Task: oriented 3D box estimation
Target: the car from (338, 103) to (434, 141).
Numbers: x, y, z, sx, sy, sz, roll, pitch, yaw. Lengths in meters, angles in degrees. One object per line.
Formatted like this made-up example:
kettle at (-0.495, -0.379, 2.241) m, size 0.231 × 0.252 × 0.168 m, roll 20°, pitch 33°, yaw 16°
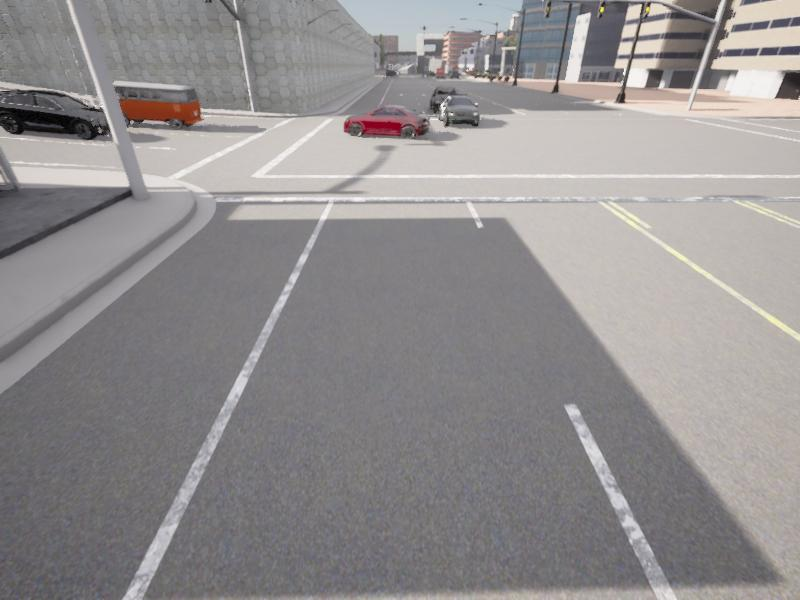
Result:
car at (-0.637, -8.764, 19.574) m, size 4.181 × 1.385 × 1.994 m, roll 9°, pitch 32°, yaw 15°

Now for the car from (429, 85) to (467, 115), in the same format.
car at (3.488, -15.005, 29.917) m, size 2.242 × 1.667 × 4.611 m, roll 0°, pitch 30°, yaw 0°

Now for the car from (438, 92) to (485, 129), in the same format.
car at (3.490, -11.317, 23.766) m, size 2.038 × 1.542 × 4.974 m, roll 0°, pitch 30°, yaw 0°

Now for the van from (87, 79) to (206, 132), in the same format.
van at (-12.656, -9.891, 20.325) m, size 4.442 × 1.987 × 1.775 m, roll 2°, pitch 31°, yaw -5°

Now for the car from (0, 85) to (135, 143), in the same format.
car at (-14.589, -7.959, 17.084) m, size 4.856 × 1.649 × 2.033 m, roll 4°, pitch 30°, yaw -3°
